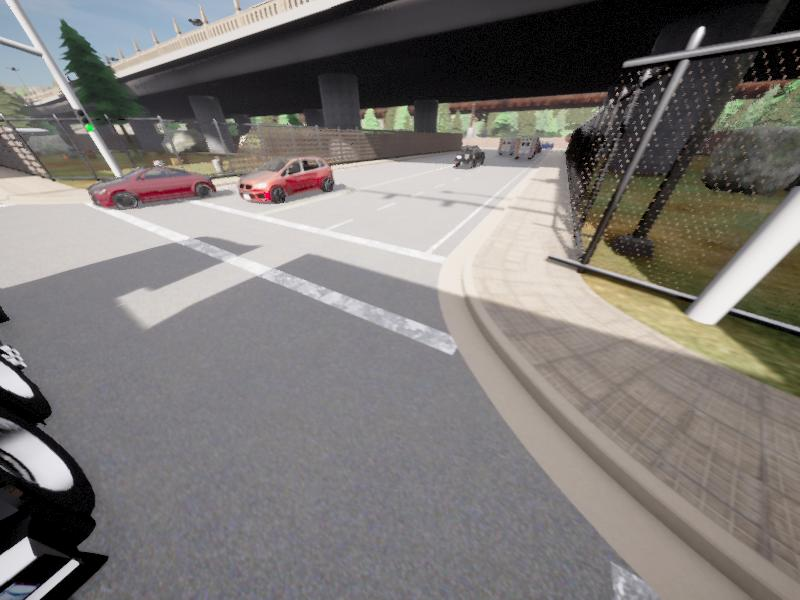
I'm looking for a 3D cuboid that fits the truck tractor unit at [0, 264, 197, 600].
[{"bbox_3d":[-5.109,-0.303,0.776,6.516,4.208,3.053,18,39,24],"label":"truck tractor unit"}]

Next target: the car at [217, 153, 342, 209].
[{"bbox_3d":[-5.342,-5.911,11.095,2.242,1.667,4.611,18,39,24],"label":"car"}]

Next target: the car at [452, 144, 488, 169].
[{"bbox_3d":[6.996,-14.261,22.819,1.932,1.855,4.605,18,39,24],"label":"car"}]

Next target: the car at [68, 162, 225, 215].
[{"bbox_3d":[-10.752,-5.080,10.184,1.994,1.385,4.181,24,41,30],"label":"car"}]
